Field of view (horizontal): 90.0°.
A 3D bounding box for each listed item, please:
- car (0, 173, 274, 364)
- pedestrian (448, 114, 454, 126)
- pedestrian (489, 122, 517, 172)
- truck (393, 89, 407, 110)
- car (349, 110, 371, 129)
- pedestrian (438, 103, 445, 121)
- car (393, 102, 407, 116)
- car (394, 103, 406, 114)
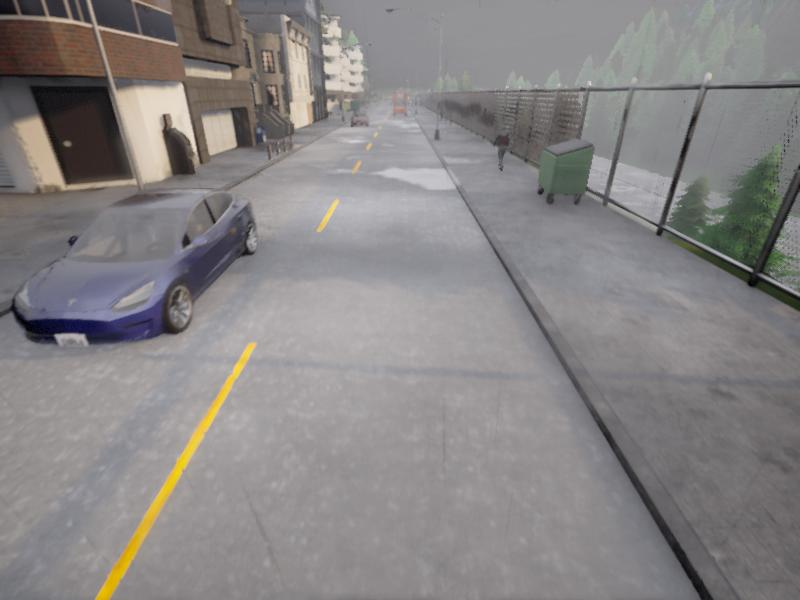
[{"bbox_3d":[-4.001,-0.961,6.818,2.163,1.488,4.792,0,27,0],"label":"car"},{"bbox_3d":[5.140,-18.133,40.315,0.500,1.100,0.500,-1,27,-3],"label":"pedestrian"},{"bbox_3d":[4.235,-6.308,16.544,0.751,1.860,0.751,0,27,0],"label":"pedestrian"},{"bbox_3d":[0.022,-42.449,84.747,2.891,3.827,8.468,0,27,0],"label":"truck"},{"bbox_3d":[-3.993,-18.255,40.370,1.816,1.474,4.193,0,27,0],"label":"car"},{"bbox_3d":[5.094,-22.932,48.793,0.751,1.860,0.751,1,27,2],"label":"pedestrian"},{"bbox_3d":[0.010,-29.929,62.694,2.097,1.767,4.553,0,27,0],"label":"car"},{"bbox_3d":[0.011,-35.675,74.330,2.152,1.651,5.027,0,27,0],"label":"car"}]
